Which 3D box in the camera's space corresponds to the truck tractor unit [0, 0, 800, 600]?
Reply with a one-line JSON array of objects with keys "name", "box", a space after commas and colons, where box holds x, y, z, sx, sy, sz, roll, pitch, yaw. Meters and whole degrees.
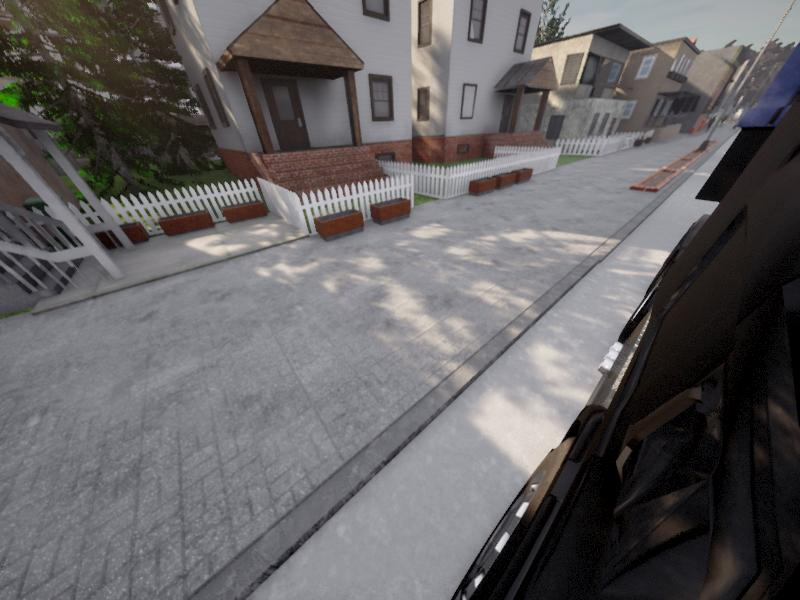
[{"name": "truck tractor unit", "box": [2.645, -0.295, 0.351, 6.516, 4.208, 3.053, -28, 44, -30]}]

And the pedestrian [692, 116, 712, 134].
[{"name": "pedestrian", "box": [39.942, -23.195, 30.556, 0.751, 1.860, 0.751, 26, 45, 33]}]

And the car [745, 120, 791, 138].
[{"name": "car", "box": [37.991, -17.705, 23.940, 4.181, 1.385, 1.994, -28, 44, -30]}]

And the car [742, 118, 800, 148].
[{"name": "car", "box": [29.075, -13.122, 18.103, 5.238, 1.638, 1.930, -28, 44, -30]}]

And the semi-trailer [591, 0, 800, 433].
[{"name": "semi-trailer", "box": [9.098, -3.290, 3.799, 14.254, 4.402, 2.717, -23, 41, -25]}]

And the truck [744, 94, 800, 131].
[{"name": "truck", "box": [53.936, -27.086, 33.503, 8.468, 3.827, 2.891, -28, 43, -30]}]
